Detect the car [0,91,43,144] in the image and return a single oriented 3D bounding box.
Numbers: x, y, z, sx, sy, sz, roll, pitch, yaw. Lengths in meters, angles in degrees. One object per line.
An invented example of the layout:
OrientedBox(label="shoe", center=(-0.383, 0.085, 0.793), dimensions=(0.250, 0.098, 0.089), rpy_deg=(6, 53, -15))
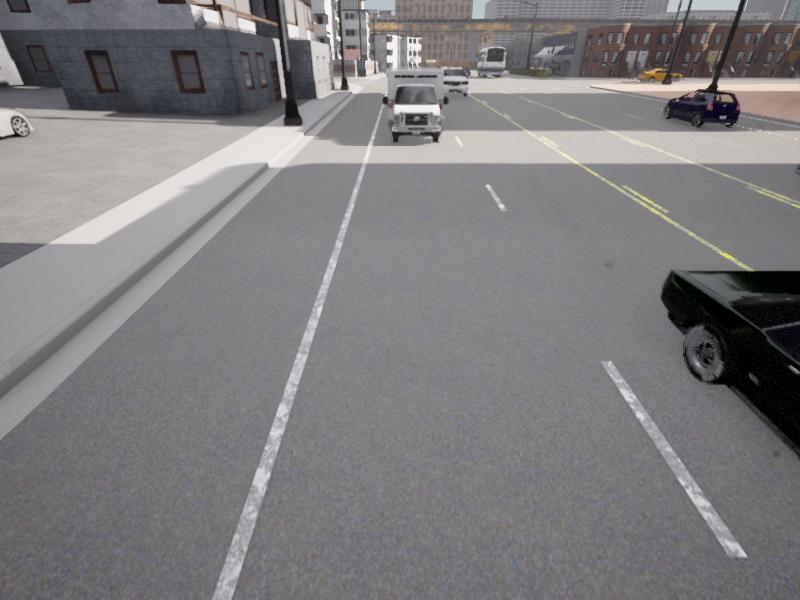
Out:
OrientedBox(label="car", center=(-14.863, -6.074, 13.540), dimensions=(1.970, 1.475, 3.806), rpy_deg=(0, 32, 0))

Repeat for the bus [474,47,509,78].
OrientedBox(label="bus", center=(15.150, -40.023, 67.489), dimensions=(3.944, 4.253, 10.273), rpy_deg=(2, 31, 3))

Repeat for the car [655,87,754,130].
OrientedBox(label="car", center=(14.618, -9.419, 19.518), dimensions=(1.845, 1.501, 3.633), rpy_deg=(0, 32, 0))

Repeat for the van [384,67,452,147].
OrientedBox(label="van", center=(0.614, -8.495, 17.188), dimensions=(2.351, 2.431, 6.366), rpy_deg=(0, 32, 0))

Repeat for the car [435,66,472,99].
OrientedBox(label="car", center=(4.135, -17.522, 32.067), dimensions=(2.150, 2.045, 5.566), rpy_deg=(0, 31, 0))

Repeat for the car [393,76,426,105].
OrientedBox(label="car", center=(0.616, -14.954, 28.416), dimensions=(2.128, 1.511, 4.902), rpy_deg=(0, 32, 0))

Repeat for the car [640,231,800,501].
OrientedBox(label="car", center=(4.103, 0.985, 2.897), dimensions=(1.895, 1.301, 4.718), rpy_deg=(0, 31, 0))

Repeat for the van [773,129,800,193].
OrientedBox(label="van", center=(11.097, -2.854, 8.538), dimensions=(1.775, 1.987, 4.442), rpy_deg=(0, 32, 0))

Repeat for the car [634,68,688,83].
OrientedBox(label="car", center=(31.879, -27.441, 48.945), dimensions=(5.008, 1.535, 1.882), rpy_deg=(1, 31, 1))
